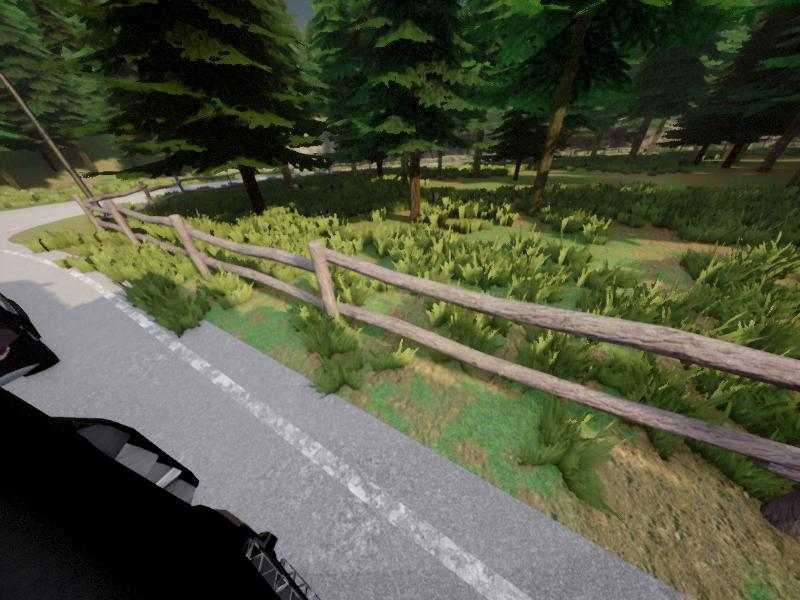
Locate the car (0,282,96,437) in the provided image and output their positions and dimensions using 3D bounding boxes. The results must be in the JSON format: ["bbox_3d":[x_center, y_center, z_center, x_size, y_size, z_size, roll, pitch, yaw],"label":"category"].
[{"bbox_3d":[-6.248,0.280,2.535,4.856,1.649,2.033,14,37,24],"label":"car"}]
